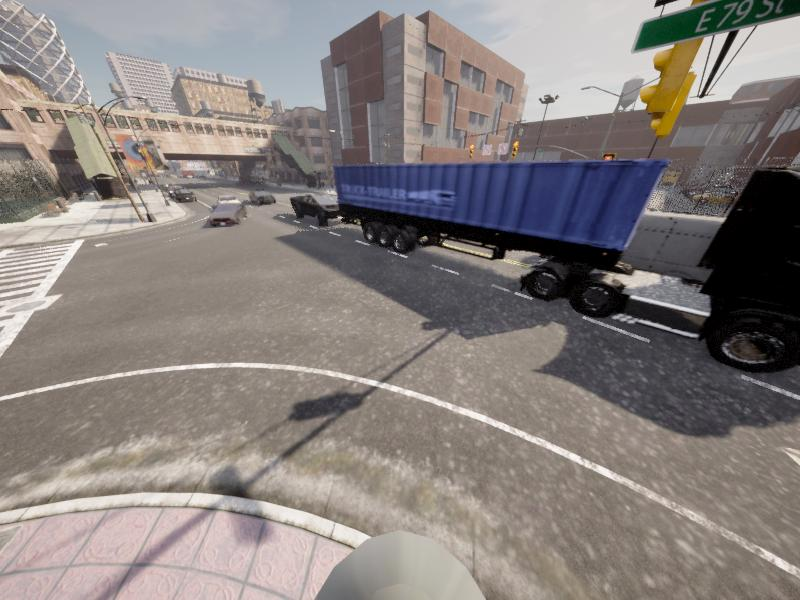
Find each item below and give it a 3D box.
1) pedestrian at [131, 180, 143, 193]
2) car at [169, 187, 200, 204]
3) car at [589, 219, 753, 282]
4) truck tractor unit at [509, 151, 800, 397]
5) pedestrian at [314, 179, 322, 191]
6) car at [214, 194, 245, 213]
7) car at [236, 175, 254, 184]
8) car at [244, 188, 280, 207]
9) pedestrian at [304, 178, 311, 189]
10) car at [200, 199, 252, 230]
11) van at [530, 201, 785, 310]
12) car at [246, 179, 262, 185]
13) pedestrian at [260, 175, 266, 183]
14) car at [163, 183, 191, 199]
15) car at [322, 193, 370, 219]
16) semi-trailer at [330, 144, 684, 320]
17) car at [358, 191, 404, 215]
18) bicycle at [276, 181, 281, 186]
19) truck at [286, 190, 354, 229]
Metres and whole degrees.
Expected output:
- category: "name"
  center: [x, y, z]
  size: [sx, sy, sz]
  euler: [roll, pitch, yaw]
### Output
- category: "pedestrian"
  center: [-43.433, -18.685, 38.155]
  size: [0.751, 1.860, 0.751]
  euler: [-26, 39, -37]
- category: "car"
  center: [-28.751, -14.010, 30.735]
  size: [2.097, 1.535, 5.008]
  euler: [-27, 39, -38]
- category: "car"
  center: [12.252, -2.568, 10.926]
  size: [2.007, 1.525, 4.514]
  euler: [-24, 37, -35]
- category: "truck tractor unit"
  center: [7.295, -1.386, 6.180]
  size: [3.053, 4.208, 6.516]
  euler: [-24, 38, -36]
- category: "pedestrian"
  center: [-15.152, -21.254, 42.605]
  size: [0.751, 1.860, 0.751]
  euler: [-25, 38, -36]
- category: "car"
  center: [-18.523, -10.583, 25.039]
  size: [1.895, 1.301, 4.718]
  euler: [-23, 37, -34]
- category: "car"
  center: [-42.132, -32.797, 62.773]
  size: [2.435, 2.045, 5.566]
  euler: [-27, 39, -38]
- category: "car"
  center: [-16.879, -12.599, 28.187]
  size: [1.930, 1.638, 5.238]
  euler: [-26, 39, -37]
- category: "pedestrian"
  center: [-18.287, -23.015, 45.655]
  size: [0.751, 1.860, 0.751]
  euler: [25, 38, 36]
- category: "car"
  center: [-14.090, -7.237, 19.146]
  size: [2.033, 1.411, 5.357]
  euler: [-10, 32, -17]
- category: "van"
  center: [9.068, -2.212, 9.299]
  size: [1.988, 2.561, 5.915]
  euler: [-24, 38, -35]
- category: "car"
  center: [-36.902, -29.865, 58.427]
  size: [1.895, 1.301, 4.718]
  euler: [-27, 39, -38]
- category: "pedestrian"
  center: [-36.168, -31.828, 60.920]
  size: [0.751, 1.860, 0.751]
  euler: [-26, 39, -38]
- category: "car"
  center: [-33.366, -16.355, 34.546]
  size: [2.185, 1.767, 4.553]
  euler: [-27, 39, -38]
- category: "car"
  center: [-5.221, -9.198, 22.267]
  size: [2.242, 1.667, 4.611]
  euler: [-26, 39, -37]
- category: "semi-trailer"
  center: [1.821, -4.326, 11.080]
  size: [2.717, 4.402, 14.254]
  euler: [-26, 39, -37]
- category: "car"
  center: [-2.007, -10.047, 23.778]
  size: [2.033, 1.649, 4.856]
  euler: [-26, 39, -37]
- category: "bicycle"
  center: [-27.647, -26.484, 52.524]
  size: [1.643, 1.024, 0.373]
  euler: [27, 29, 38]
- category: "truck"
  center: [-6.754, -7.672, 19.196]
  size: [2.390, 2.098, 6.274]
  euler: [-26, 39, -37]
